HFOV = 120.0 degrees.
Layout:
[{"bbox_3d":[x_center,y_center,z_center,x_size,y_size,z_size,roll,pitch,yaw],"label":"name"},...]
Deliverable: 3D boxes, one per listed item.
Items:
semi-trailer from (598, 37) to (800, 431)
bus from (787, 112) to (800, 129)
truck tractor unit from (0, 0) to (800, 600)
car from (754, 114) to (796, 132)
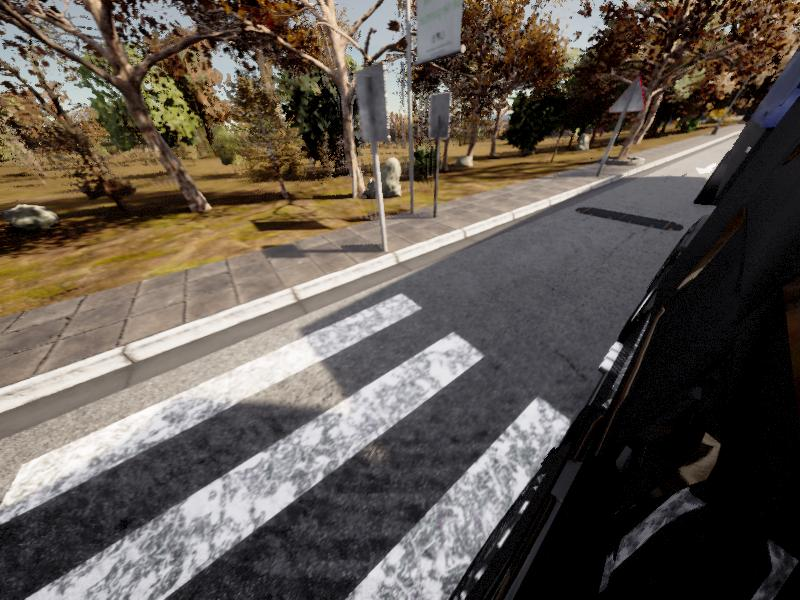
[{"bbox_3d":[8.665,-3.626,4.263,14.254,4.402,2.717,-29,44,-30],"label":"semi-trailer"},{"bbox_3d":[51.124,-23.035,27.135,10.273,4.253,3.944,-26,43,-27],"label":"bus"},{"bbox_3d":[2.645,-0.295,0.351,6.516,4.208,3.053,-28,44,-30],"label":"truck tractor unit"},{"bbox_3d":[44.055,-20.779,27.125,4.181,1.385,1.994,-26,43,-27],"label":"car"}]
